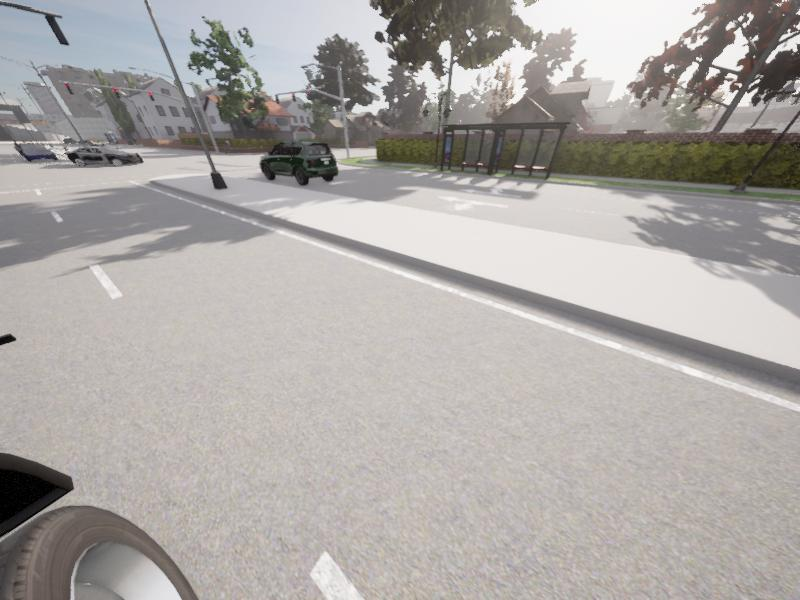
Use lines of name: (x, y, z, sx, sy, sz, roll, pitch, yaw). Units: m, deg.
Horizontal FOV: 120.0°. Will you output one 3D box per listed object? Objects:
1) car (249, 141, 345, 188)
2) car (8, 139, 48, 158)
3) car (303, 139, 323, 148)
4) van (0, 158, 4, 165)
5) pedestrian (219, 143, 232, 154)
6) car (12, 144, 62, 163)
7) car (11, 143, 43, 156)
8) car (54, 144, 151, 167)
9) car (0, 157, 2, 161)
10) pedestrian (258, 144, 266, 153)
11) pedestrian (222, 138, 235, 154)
car: (-6.198, -8.303, 13.881, 5.566, 2.045, 2.150, 22, 41, 28)
car: (-47.560, -19.448, 29.542, 3.866, 1.878, 1.905, 22, 41, 28)
car: (-19.358, -34.751, 51.232, 3.806, 1.475, 1.970, 22, 41, 28)
van: (-39.115, -13.611, 21.186, 4.480, 2.038, 2.069, 22, 41, 28)
pedestrian: (-25.783, -22.416, 34.127, 0.751, 1.300, 0.751, 8, 36, 10)
car: (-38.631, -15.656, 24.579, 4.792, 1.488, 2.163, 22, 41, 28)
car: (-53.413, -21.588, 33.053, 4.718, 1.301, 1.895, 22, 41, 28)
car: (-26.416, -12.963, 20.703, 5.238, 1.638, 1.930, -1, 36, -3)
car: (-45.087, -15.977, 24.643, 4.605, 1.855, 1.932, 22, 41, 28)
pedestrian: (-21.856, -23.996, 36.574, 0.500, 1.100, 0.500, 22, 40, 27)
pedestrian: (-24.653, -22.069, 33.166, 0.751, 1.860, 0.751, -27, 44, -33)
